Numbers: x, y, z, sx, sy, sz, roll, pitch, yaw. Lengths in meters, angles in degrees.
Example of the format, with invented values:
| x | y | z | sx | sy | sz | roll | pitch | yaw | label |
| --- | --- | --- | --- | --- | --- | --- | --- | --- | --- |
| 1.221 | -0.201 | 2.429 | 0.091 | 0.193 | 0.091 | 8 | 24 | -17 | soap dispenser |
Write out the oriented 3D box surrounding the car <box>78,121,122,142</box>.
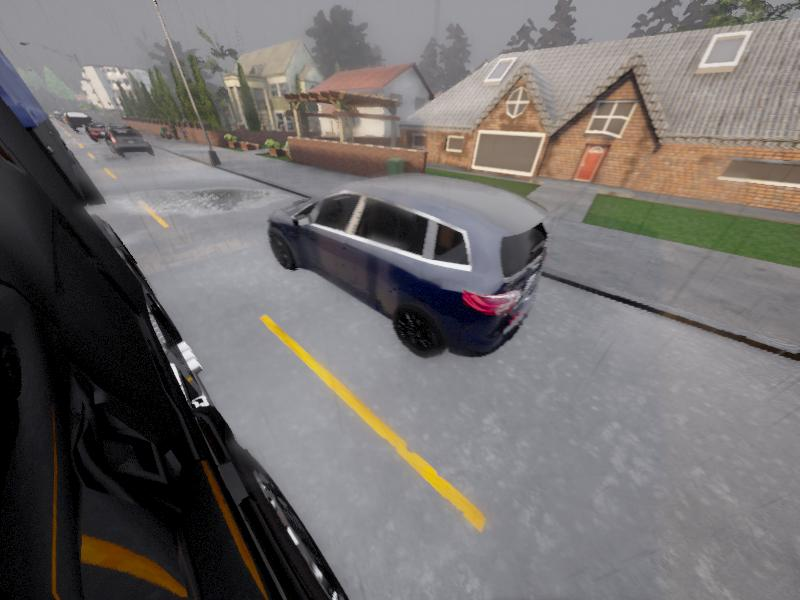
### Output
| x | y | z | sx | sy | sz | roll | pitch | yaw | label |
| --- | --- | --- | --- | --- | --- | --- | --- | --- | --- |
| -29.403 | -16.503 | 22.641 | 4.193 | 1.474 | 1.816 | 28 | 44 | 30 | car |

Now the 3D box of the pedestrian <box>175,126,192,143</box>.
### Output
| x | y | z | sx | sy | sz | roll | pitch | yaw | label |
| --- | --- | --- | --- | --- | --- | --- | --- | --- | --- |
| -21.502 | -16.467 | 22.995 | 0.751 | 1.300 | 0.751 | -19 | 42 | -26 | pedestrian |

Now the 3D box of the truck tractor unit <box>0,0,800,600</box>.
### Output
| x | y | z | sx | sy | sz | roll | pitch | yaw | label |
| --- | --- | --- | --- | --- | --- | --- | --- | --- | --- |
| -2.645 | -0.295 | 0.352 | 6.516 | 4.208 | 3.053 | 28 | 44 | 30 | truck tractor unit |

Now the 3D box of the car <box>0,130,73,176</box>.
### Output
| x | y | z | sx | sy | sz | roll | pitch | yaw | label |
| --- | --- | --- | --- | --- | --- | --- | --- | --- | --- |
| -17.249 | -6.883 | 10.638 | 4.181 | 1.385 | 1.994 | 28 | 44 | 30 | car |

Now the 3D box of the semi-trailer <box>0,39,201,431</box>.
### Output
| x | y | z | sx | sy | sz | roll | pitch | yaw | label |
| --- | --- | --- | --- | --- | --- | --- | --- | --- | --- |
| -8.678 | -3.615 | 4.254 | 14.254 | 4.402 | 2.717 | 28 | 44 | 30 | semi-trailer |

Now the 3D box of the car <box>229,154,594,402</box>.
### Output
| x | y | z | sx | sy | sz | roll | pitch | yaw | label |
| --- | --- | --- | --- | --- | --- | --- | --- | --- | --- |
| -0.221 | -1.077 | 3.668 | 4.611 | 1.667 | 2.242 | 28 | 44 | 30 | car |

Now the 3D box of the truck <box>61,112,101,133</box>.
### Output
| x | y | z | sx | sy | sz | roll | pitch | yaw | label |
| --- | --- | --- | --- | --- | --- | --- | --- | --- | --- |
| -45.077 | -25.089 | 32.624 | 6.274 | 2.098 | 2.390 | 28 | 44 | 30 | truck |

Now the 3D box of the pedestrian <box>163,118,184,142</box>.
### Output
| x | y | z | sx | sy | sz | roll | pitch | yaw | label |
| --- | --- | --- | --- | --- | --- | --- | --- | --- | --- |
| -22.877 | -17.141 | 23.345 | 0.751 | 1.860 | 0.751 | 30 | 45 | 32 | pedestrian |

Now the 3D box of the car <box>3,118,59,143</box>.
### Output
| x | y | z | sx | sy | sz | roll | pitch | yaw | label |
| --- | --- | --- | --- | --- | --- | --- | --- | --- | --- |
| -32.272 | -14.928 | 20.328 | 4.514 | 1.525 | 2.007 | 28 | 44 | 30 | car |

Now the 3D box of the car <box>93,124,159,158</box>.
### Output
| x | y | z | sx | sy | sz | roll | pitch | yaw | label |
| --- | --- | --- | --- | --- | --- | --- | --- | --- | --- |
| -18.217 | -10.615 | 15.354 | 3.988 | 1.617 | 1.851 | 28 | 44 | 30 | car |

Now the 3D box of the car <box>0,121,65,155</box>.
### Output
| x | y | z | sx | sy | sz | roll | pitch | yaw | label |
| --- | --- | --- | --- | --- | --- | --- | --- | --- | --- |
| -24.078 | -10.571 | 15.014 | 4.514 | 1.525 | 2.007 | 28 | 44 | 30 | car |
